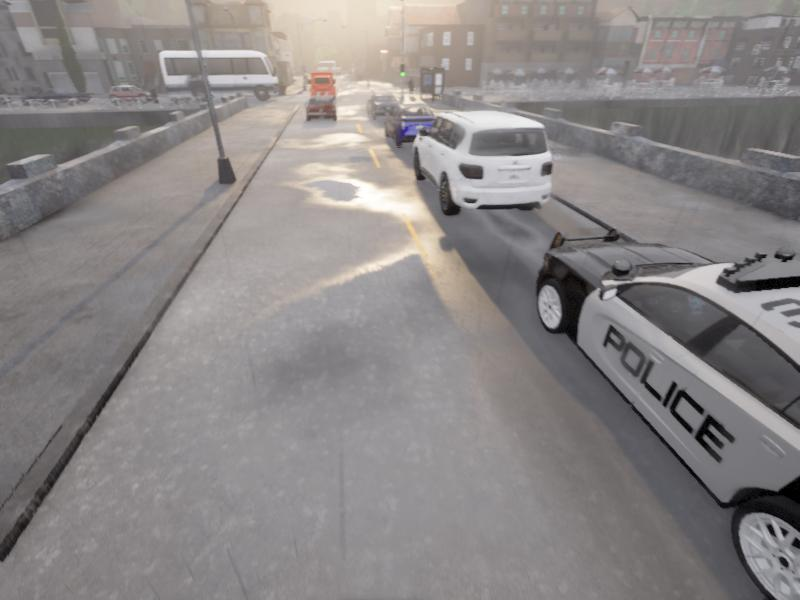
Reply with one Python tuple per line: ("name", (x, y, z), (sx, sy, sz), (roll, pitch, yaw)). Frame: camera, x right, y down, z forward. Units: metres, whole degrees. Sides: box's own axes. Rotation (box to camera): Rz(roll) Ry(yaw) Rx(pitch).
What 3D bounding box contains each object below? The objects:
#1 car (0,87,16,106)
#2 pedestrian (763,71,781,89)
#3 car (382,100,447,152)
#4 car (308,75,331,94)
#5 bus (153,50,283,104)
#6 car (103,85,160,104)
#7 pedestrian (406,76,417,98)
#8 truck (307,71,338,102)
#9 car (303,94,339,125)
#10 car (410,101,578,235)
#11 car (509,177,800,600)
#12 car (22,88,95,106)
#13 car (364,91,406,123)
("car", (-38.178, -18.546, 36.510), (3.806, 1.475, 1.970), (-5, 31, -8))
("pedestrian", (45.840, -27.122, 49.266), (0.751, 1.860, 0.751), (-5, 31, -8))
("car", (0.471, -7.814, 17.696), (2.007, 1.525, 4.514), (-5, 31, -8))
("car", (-9.763, -26.210, 48.697), (1.905, 1.878, 3.866), (0, 30, 1))
("bus", (-17.046, -21.656, 38.751), (10.273, 4.253, 3.944), (-5, 31, -8))
("car", (-25.520, -19.633, 38.173), (3.806, 1.475, 1.970), (-5, 31, -8))
("pedestrian", (1.128, -20.937, 39.369), (0.751, 1.860, 0.751), (12, 33, 20))
("truck", (-7.535, -20.927, 39.134), (2.627, 2.467, 5.204), (-5, 31, -7))
("car", (-4.961, -12.144, 25.348), (1.895, 1.301, 4.718), (-5, 31, -7))
("car", (1.822, -3.702, 10.187), (2.150, 2.045, 5.566), (-5, 31, -7))
("car", (3.040, 0.363, 3.671), (1.930, 1.638, 5.238), (-5, 31, -8))
("car", (-31.808, -19.018, 37.397), (4.718, 1.301, 1.895), (-5, 31, -7))
("car", (-1.091, -12.769, 26.255), (2.033, 1.411, 5.357), (-5, 31, -8))
